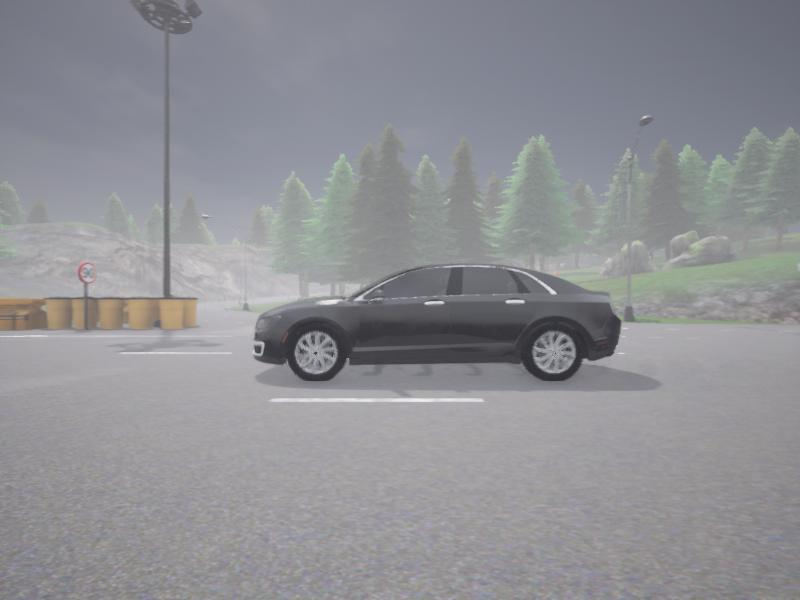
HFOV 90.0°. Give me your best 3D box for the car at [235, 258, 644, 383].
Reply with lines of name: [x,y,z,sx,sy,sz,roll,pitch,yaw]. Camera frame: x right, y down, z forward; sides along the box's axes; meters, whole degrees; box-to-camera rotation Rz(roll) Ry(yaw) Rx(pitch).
car: [0.468,0.245,5.701,4.892,1.490,1.837,0,0,0]

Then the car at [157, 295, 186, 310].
car: [-24.666,0.229,43.320,2.038,1.542,4.974,0,0,-22]
